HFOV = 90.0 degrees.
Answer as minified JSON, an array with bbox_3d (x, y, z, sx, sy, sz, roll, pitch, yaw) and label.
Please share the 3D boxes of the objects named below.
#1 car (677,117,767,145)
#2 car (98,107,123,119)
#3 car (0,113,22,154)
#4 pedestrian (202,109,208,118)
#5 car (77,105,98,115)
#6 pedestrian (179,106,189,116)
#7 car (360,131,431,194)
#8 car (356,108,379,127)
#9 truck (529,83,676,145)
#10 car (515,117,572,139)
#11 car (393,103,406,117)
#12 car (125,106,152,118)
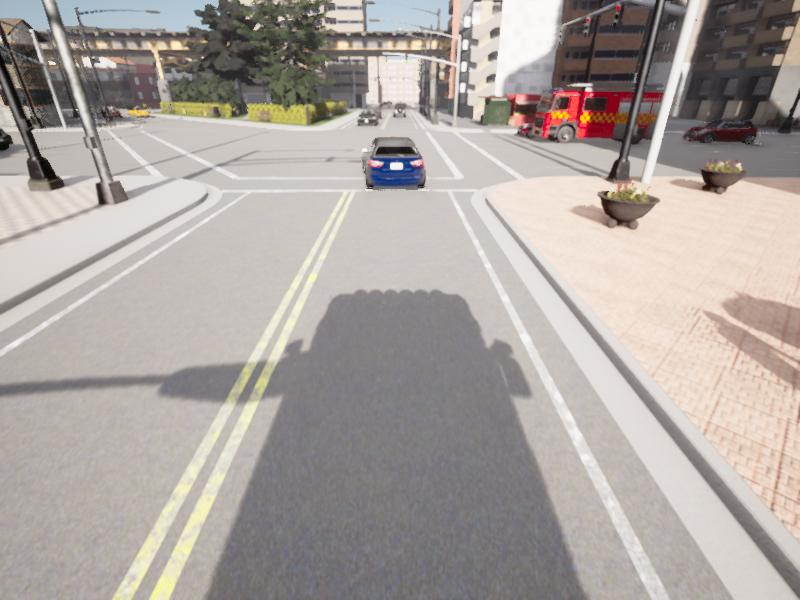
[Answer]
[{"bbox_3d":[23.770,-12.565,29.690,4.553,1.767,2.097,0,27,-1],"label":"car"},{"bbox_3d":[-42.920,-27.781,59.306,3.806,1.475,1.970,24,36,39],"label":"car"},{"bbox_3d":[-25.821,-9.560,22.969,5.566,2.045,2.150,0,27,-1],"label":"car"},{"bbox_3d":[-26.914,-25.690,55.238,0.500,1.100,0.500,-22,34,-36],"label":"pedestrian"},{"bbox_3d":[-54.097,-32.878,69.268,1.970,1.475,3.806,-23,35,-38],"label":"car"},{"bbox_3d":[-33.948,-29.681,62.819,0.751,1.300,0.751,13,30,24],"label":"pedestrian"},{"bbox_3d":[-0.354,-5.497,15.574,2.242,1.667,4.611,-3,27,-6],"label":"car"},{"bbox_3d":[-3.553,-20.466,44.816,2.152,1.651,5.027,0,27,0],"label":"car"},{"bbox_3d":[14.364,-13.536,29.124,8.468,3.827,2.891,0,27,-1],"label":"truck"},{"bbox_3d":[11.650,-14.095,32.726,3.806,1.475,1.970,0,27,-1],"label":"car"},{"bbox_3d":[-0.064,-29.545,62.258,1.905,1.878,3.866,0,27,0],"label":"car"},{"bbox_3d":[-39.980,-28.757,61.091,5.366,1.575,1.801,24,36,39],"label":"car"}]
